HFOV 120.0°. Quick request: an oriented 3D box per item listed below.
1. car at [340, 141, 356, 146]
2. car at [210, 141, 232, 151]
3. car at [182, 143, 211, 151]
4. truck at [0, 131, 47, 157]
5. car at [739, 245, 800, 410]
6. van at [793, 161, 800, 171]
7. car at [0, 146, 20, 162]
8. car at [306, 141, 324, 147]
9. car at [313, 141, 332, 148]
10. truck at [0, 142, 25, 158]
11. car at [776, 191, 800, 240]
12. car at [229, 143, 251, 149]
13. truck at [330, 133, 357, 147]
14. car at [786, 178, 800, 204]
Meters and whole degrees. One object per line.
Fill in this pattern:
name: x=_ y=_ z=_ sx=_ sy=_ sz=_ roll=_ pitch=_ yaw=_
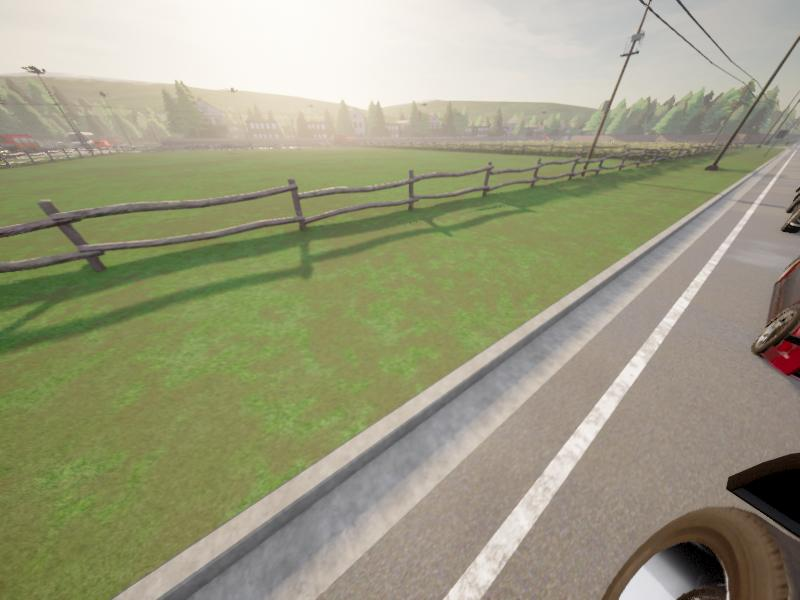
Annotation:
car: x=-19.036 y=-57.337 z=84.669 sx=4.902 sy=1.511 sz=2.128 roll=-22 pitch=40 yaw=-27
car: x=-45.800 y=-39.445 z=59.099 sx=3.866 sy=1.878 sz=1.905 roll=-22 pitch=40 yaw=-27
car: x=-52.028 y=-39.291 z=59.152 sx=5.238 sy=1.638 sz=1.930 roll=-22 pitch=40 yaw=-27
truck: x=-74.100 y=-29.209 z=43.128 sx=2.891 sy=3.827 sz=8.468 roll=-4 pitch=35 yaw=-5
car: x=6.093 y=0.132 z=2.501 sx=4.181 sy=1.385 sz=1.994 roll=-22 pitch=41 yaw=-28
van: x=30.686 y=-10.057 z=15.791 sx=6.366 sy=2.431 sz=2.351 roll=-28 pitch=43 yaw=-33
car: x=-58.522 y=-21.017 z=33.218 sx=2.242 sy=1.667 sz=4.611 roll=-22 pitch=41 yaw=-27
car: x=-28.045 y=-51.318 z=76.110 sx=5.008 sy=1.535 sz=1.882 roll=-22 pitch=40 yaw=-27
car: x=-24.954 y=-50.121 z=74.361 sx=5.366 sy=1.575 sz=1.801 roll=-22 pitch=40 yaw=-27
truck: x=-69.820 y=-25.701 z=39.580 sx=2.390 sy=2.098 sz=6.274 roll=-10 pitch=36 yaw=-14
car: x=12.974 y=-2.765 z=6.304 sx=5.027 sy=1.651 sz=2.152 roll=-22 pitch=40 yaw=-28
car: x=-45.889 y=-44.131 z=66.124 sx=4.792 sy=1.488 sz=2.163 roll=-22 pitch=40 yaw=-27
truck: x=-19.505 y=-55.693 z=80.249 sx=8.468 sy=3.827 sz=2.891 roll=-22 pitch=40 yaw=-27
car: x=18.344 y=-4.886 z=9.388 sx=4.792 sy=1.488 sz=2.163 roll=-22 pitch=40 yaw=-28
